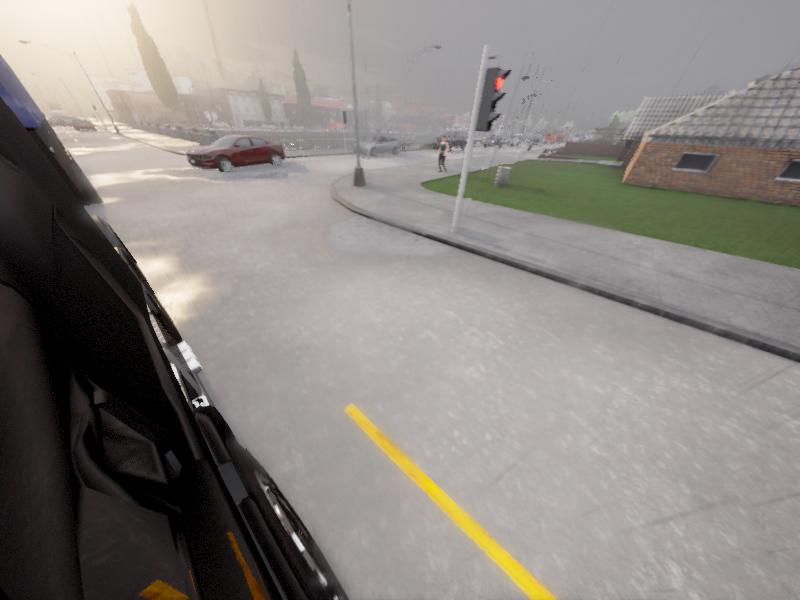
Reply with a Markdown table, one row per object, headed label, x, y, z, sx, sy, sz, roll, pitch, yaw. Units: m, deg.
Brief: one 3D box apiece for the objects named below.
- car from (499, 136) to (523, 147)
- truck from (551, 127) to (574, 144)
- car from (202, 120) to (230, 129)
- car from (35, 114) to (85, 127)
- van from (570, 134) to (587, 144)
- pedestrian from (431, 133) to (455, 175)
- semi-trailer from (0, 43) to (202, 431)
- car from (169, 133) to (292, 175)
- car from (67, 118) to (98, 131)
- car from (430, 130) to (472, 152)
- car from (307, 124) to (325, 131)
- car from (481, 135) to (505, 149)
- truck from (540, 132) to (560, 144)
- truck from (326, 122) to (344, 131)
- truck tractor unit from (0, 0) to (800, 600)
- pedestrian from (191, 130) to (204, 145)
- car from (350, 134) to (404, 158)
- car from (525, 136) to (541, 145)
| label | x | y | z | sx | sy | sz | roll | pitch | yaw |
| --- | --- | --- | --- | --- | --- | --- | --- | --- | --- |
| car | 20.101 | -28.699 | 41.808 | 2.038 | 1.542 | 4.974 | 28 | 44 | 30 |
| truck | 48.443 | -49.038 | 68.722 | 2.891 | 3.827 | 8.468 | 28 | 44 | 30 |
| car | -46.466 | -44.390 | 58.479 | 2.152 | 1.651 | 5.027 | 28 | 44 | 30 |
| car | -59.167 | -31.336 | 40.400 | 2.038 | 1.542 | 4.974 | -3 | 37 | -9 |
| van | 53.059 | -47.922 | 68.686 | 2.351 | 2.431 | 6.366 | 28 | 44 | 30 |
| pedestrian | 2.348 | -7.969 | 12.630 | 0.751 | 1.860 | 0.751 | 28 | 44 | 29 |
| semi-trailer | -8.699 | -3.608 | 4.224 | 14.254 | 4.402 | 2.717 | 28 | 44 | 30 |
| car | -8.709 | -8.088 | 12.583 | 1.882 | 1.535 | 5.008 | 17 | 39 | 19 |
| car | -46.717 | -25.831 | 33.976 | 4.181 | 1.385 | 1.994 | 28 | 44 | 30 |
| car | 6.266 | -19.411 | 28.157 | 2.150 | 2.045 | 5.566 | 28 | 44 | 30 |
| car | -27.764 | -57.239 | 76.728 | 1.930 | 1.638 | 5.238 | 28 | 44 | 30 |
| car | 14.776 | -25.075 | 36.592 | 1.851 | 1.617 | 3.988 | 28 | 44 | 30 |
| truck | 38.791 | -41.885 | 59.736 | 2.627 | 2.467 | 5.204 | 28 | 44 | 30 |
| truck | -22.806 | -60.965 | 81.300 | 2.627 | 2.467 | 5.204 | 28 | 44 | 30 |
| truck tractor unit | -2.645 | -0.295 | 0.352 | 6.516 | 4.208 | 3.053 | 28 | 44 | 30 |
| pedestrian | -18.804 | -15.122 | 21.453 | 0.500 | 1.100 | 0.500 | 29 | 44 | 30 |
| car | -1.911 | -13.592 | 20.341 | 2.007 | 1.525 | 4.514 | 28 | 44 | 30 |
| car | 29.331 | -35.038 | 50.804 | 1.789 | 1.549 | 3.705 | 28 | 43 | 30 |
